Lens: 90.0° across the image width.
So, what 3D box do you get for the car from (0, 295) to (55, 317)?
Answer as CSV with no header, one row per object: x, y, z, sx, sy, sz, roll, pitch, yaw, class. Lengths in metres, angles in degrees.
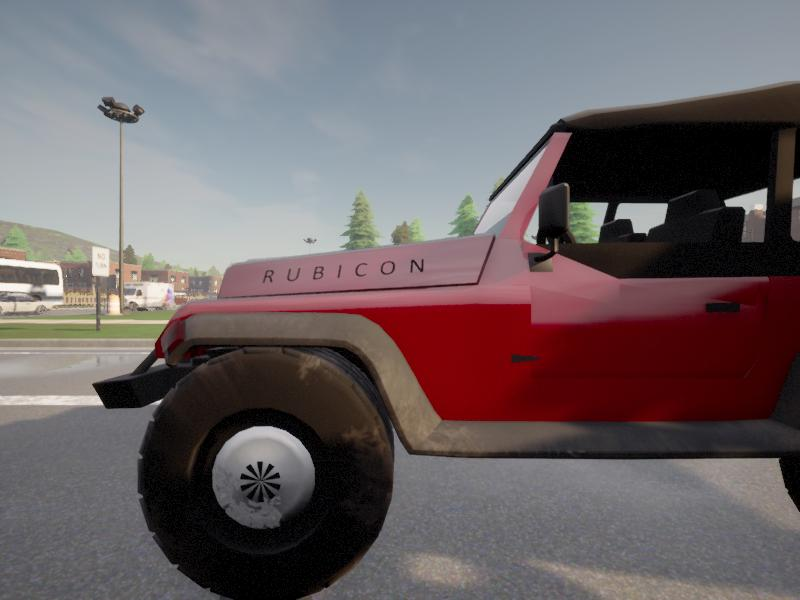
-24.720,0.344,25.186,1.895,1.301,4.718,0,0,-1,car

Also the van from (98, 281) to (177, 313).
-21.315,-0.222,32.917,2.351,2.431,6.366,0,0,-1,van

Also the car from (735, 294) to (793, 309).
40.017,0.156,44.173,2.242,1.667,4.611,0,0,-1,car

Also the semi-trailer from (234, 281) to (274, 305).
-28.888,-1.218,80.221,2.717,4.402,14.254,0,0,0,semi-trailer

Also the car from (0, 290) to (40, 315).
-28.251,0.156,27.895,2.242,1.667,4.611,0,0,-1,car

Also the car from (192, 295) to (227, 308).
-24.872,0.180,52.496,2.152,1.651,5.027,0,0,2,car

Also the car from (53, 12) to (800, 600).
0.853,0.046,2.203,3.866,1.878,1.905,0,0,0,car

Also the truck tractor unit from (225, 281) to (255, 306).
-28.823,-1.124,72.311,3.053,4.208,6.516,0,0,-2,truck tractor unit

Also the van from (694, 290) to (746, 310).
33.042,-0.001,41.434,1.775,1.987,4.442,0,0,-1,van

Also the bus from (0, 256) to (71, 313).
-31.670,-1.135,31.008,3.944,4.253,10.273,0,0,-1,bus
